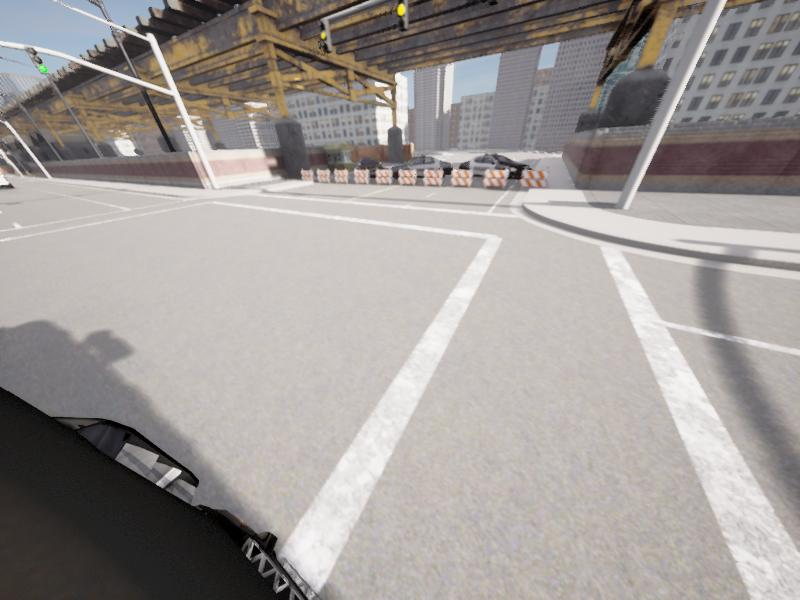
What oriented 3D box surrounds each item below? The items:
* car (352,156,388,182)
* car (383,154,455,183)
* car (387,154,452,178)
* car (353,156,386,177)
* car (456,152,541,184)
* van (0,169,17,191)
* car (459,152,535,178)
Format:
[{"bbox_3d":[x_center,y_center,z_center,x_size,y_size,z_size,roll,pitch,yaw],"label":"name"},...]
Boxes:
[{"bbox_3d":[-2.652,-11.175,19.558,2.038,1.542,4.974,-11,34,-12],"label":"car"},{"bbox_3d":[1.337,-10.042,17.550,4.974,1.542,2.038,-6,34,-4],"label":"car"},{"bbox_3d":[1.382,-10.179,17.466,4.536,1.218,1.853,-6,34,-4],"label":"car"},{"bbox_3d":[-2.674,-11.333,19.513,1.853,1.218,4.536,-11,34,-12],"label":"car"},{"bbox_3d":[6.373,-9.109,15.762,2.038,1.542,4.974,-20,37,-24],"label":"car"},{"bbox_3d":[-47.183,-14.100,26.487,5.915,2.561,1.988,16,38,26],"label":"van"},{"bbox_3d":[6.339,-9.264,15.712,1.853,1.218,4.536,-20,37,-24],"label":"car"}]
